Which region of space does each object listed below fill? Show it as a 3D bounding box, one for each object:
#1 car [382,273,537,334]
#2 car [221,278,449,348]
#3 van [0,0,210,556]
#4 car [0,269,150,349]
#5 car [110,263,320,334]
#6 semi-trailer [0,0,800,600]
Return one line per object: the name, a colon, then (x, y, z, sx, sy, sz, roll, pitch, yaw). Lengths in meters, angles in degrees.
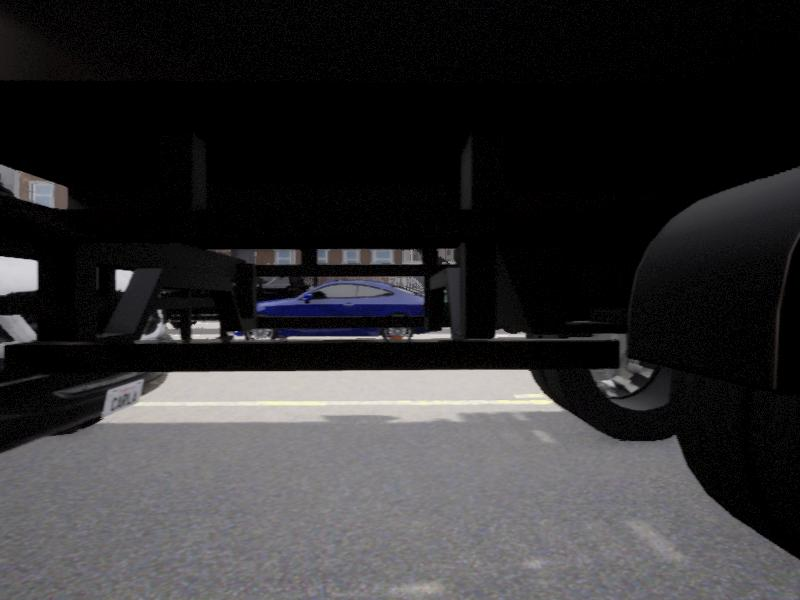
car: (1.718, 0.097, 12.722, 4.553, 1.767, 2.097, 0, 0, -1)
car: (-1.350, 0.268, 9.140, 4.674, 1.442, 1.812, 0, 0, -1)
van: (-4.461, -0.295, 2.105, 5.915, 2.561, 1.988, -1, 0, -2)
car: (-8.210, 0.176, 8.992, 3.988, 1.617, 1.851, 0, 0, -1)
car: (-5.511, -0.040, 12.533, 5.566, 2.045, 2.150, 0, 0, -1)
semi-trailer: (5.515, -1.208, 2.287, 14.254, 4.402, 2.717, 0, 0, -1)
